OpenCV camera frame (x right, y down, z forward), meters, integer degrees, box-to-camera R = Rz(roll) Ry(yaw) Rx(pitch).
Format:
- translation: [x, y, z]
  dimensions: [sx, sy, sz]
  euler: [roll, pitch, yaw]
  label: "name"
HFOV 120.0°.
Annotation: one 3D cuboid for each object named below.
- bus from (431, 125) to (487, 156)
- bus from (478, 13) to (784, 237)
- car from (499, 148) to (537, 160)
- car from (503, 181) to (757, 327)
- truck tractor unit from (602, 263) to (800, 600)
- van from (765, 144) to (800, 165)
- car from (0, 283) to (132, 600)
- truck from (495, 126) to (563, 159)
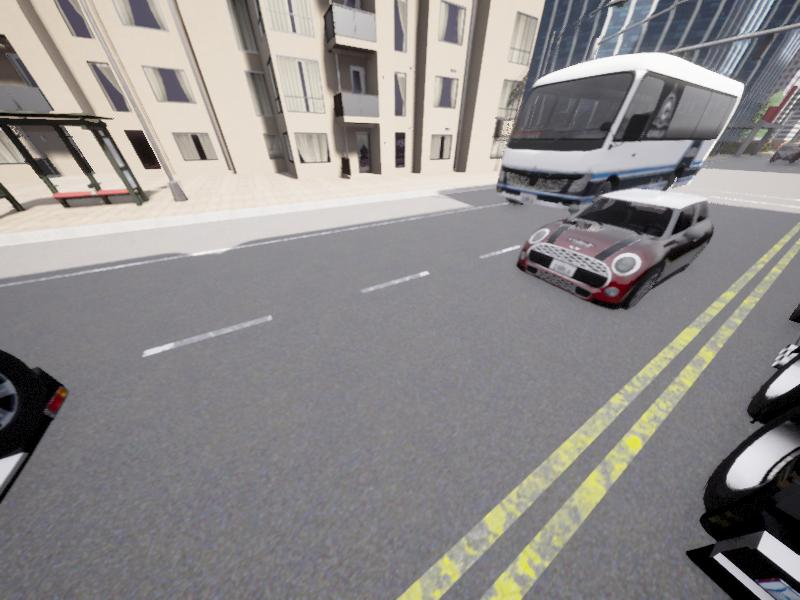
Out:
- translation: [10.497, -29.677, 42.997]
  dimensions: [3.944, 4.253, 10.273]
  euler: [-18, 38, -24]
  label: "bus"
- translation: [8.655, -6.017, 8.988]
  dimensions: [10.273, 4.253, 3.944]
  euler: [-18, 39, -24]
  label: "bus"
- translation: [17.291, -21.683, 34.158]
  dimensions: [1.895, 1.301, 4.718]
  euler: [-18, 39, -24]
  label: "car"
- translation: [4.318, -1.234, 4.514]
  dimensions: [3.806, 1.475, 1.970]
  euler: [-18, 39, -24]
  label: "car"
- translation: [5.105, -0.308, 0.780]
  dimensions: [6.516, 4.208, 3.053]
  euler: [-18, 39, -24]
  label: "truck tractor unit"
- translation: [47.265, -17.745, 28.137]
  dimensions: [4.442, 1.987, 1.775]
  euler: [-18, 39, -24]
  label: "van"
- translation: [-4.341, 1.420, 0.281]
  dimensions: [4.605, 1.855, 1.932]
  euler: [-18, 39, -24]
  label: "car"
- translation: [19.568, -24.488, 35.994]
  dimensions: [2.891, 3.827, 8.468]
  euler: [-18, 39, -24]
  label: "truck"
